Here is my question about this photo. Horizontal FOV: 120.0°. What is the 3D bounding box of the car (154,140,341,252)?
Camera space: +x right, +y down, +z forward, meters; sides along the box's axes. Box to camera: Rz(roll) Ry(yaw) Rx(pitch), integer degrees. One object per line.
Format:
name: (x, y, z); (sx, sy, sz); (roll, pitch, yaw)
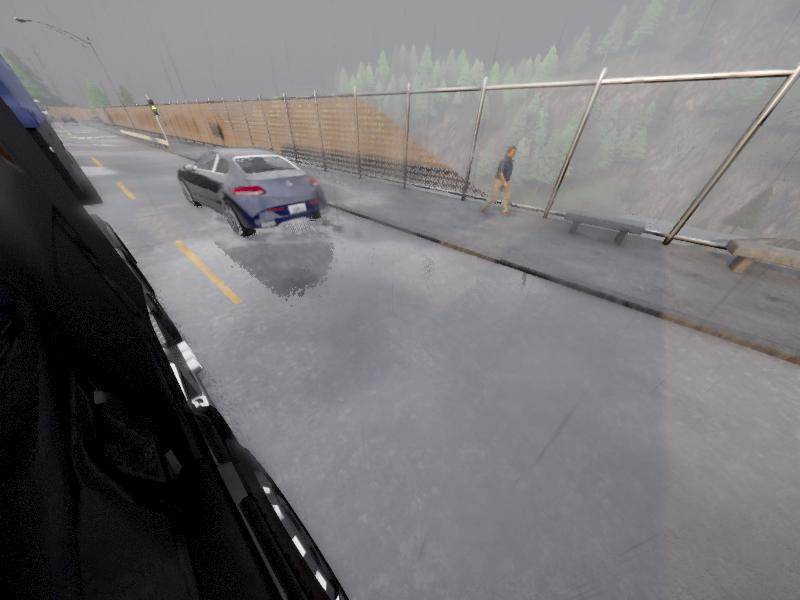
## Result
car: (-4.165, -3.171, 6.266); (5.027, 1.651, 2.152); (28, 44, 30)

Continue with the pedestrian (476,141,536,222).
pedestrian: (2.877, -3.278, 6.435); (0.751, 1.860, 0.751); (-24, 44, -31)

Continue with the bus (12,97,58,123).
bus: (-85.726, -44.716, 54.507); (10.273, 4.253, 3.944); (28, 44, 30)

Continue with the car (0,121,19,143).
car: (-33.456, -12.824, 17.551); (4.181, 1.385, 1.994); (-21, 43, -28)

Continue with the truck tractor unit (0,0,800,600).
truck tractor unit: (-2.645, -0.295, 0.351); (6.516, 4.208, 3.053); (28, 44, 30)

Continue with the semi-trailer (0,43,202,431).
semi-trailer: (-8.697, -3.607, 4.227); (14.254, 4.402, 2.717); (28, 44, 30)

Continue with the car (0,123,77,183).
car: (-16.094, -6.408, 9.853); (5.238, 1.638, 1.930); (28, 44, 30)
